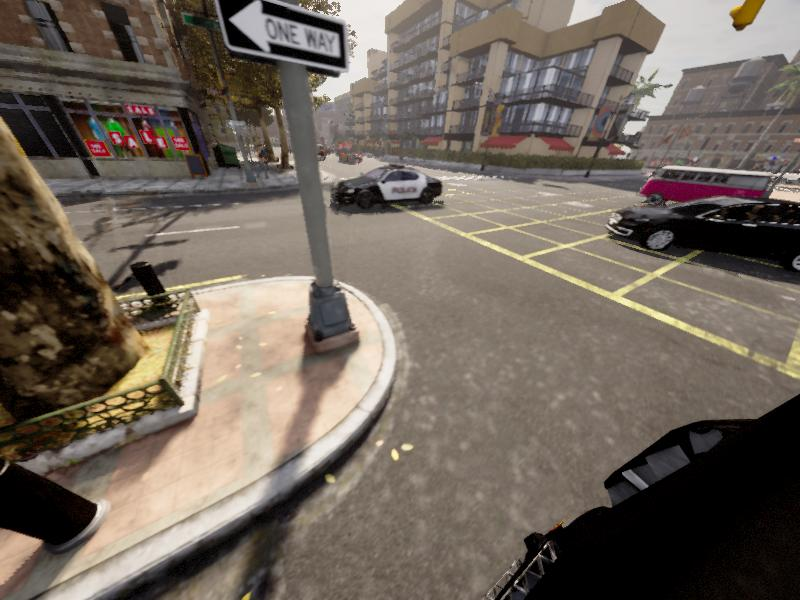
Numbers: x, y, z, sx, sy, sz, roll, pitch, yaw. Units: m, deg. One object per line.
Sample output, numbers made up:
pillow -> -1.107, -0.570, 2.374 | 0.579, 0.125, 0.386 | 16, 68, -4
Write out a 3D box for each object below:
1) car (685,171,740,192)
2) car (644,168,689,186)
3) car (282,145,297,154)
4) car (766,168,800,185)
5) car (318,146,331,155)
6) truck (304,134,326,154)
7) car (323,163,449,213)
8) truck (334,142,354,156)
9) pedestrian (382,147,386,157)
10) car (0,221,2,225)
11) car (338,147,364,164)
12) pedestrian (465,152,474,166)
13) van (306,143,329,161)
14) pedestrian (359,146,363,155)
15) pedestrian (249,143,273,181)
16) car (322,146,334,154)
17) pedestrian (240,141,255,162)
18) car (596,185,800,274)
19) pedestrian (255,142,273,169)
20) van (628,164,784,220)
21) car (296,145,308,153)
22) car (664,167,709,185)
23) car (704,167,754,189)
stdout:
car -> 31.083, -11.865, 22.965 | 4.974, 1.542, 2.038 | -16, 38, -26
car -> 29.486, -13.619, 25.539 | 3.806, 1.475, 1.970 | -16, 38, -26
car -> -25.896, -35.216, 53.932 | 2.152, 1.651, 5.027 | -16, 38, -26
car -> 62.101, -19.078, 35.845 | 2.150, 2.045, 5.566 | 9, 34, 9
car -> -17.607, -34.842, 53.816 | 1.789, 1.549, 3.705 | -16, 37, -26
truck -> -21.798, -39.940, 59.132 | 2.891, 3.827, 8.468 | -16, 38, -26
car -> -0.522, -5.133, 10.298 | 4.974, 1.542, 2.038 | -16, 38, -26
truck -> -12.723, -34.295, 52.529 | 2.627, 2.467, 5.204 | -16, 37, -26
pedestrian -> -3.800, -34.999, 54.552 | 0.751, 1.860, 0.751 | -11, 36, -20
car -> -12.020, -1.529, 3.866 | 4.856, 1.649, 2.033 | -23, 42, -34
car -> -7.067, -20.817, 33.245 | 2.097, 1.767, 4.553 | -16, 38, -26
pedestrian -> 10.661, -21.631, 35.493 | 0.751, 1.860, 0.751 | -16, 38, -26
van -> -12.660, -22.580, 35.240 | 2.069, 2.038, 4.480 | -16, 38, -26
pedestrian -> -9.967, -38.207, 58.912 | 0.751, 1.860, 0.751 | -13, 37, -23
pedestrian -> -8.133, -8.115, 13.592 | 0.751, 1.860, 0.751 | -12, 36, -21
car -> -19.447, -40.384, 62.201 | 1.970, 1.475, 3.806 | -16, 38, -26
pedestrian -> -16.131, -15.758, 24.510 | 0.751, 1.860, 0.751 | -20, 40, -31
car -> 8.995, -2.069, 6.457 | 4.892, 1.490, 1.837 | 16, 35, 19
pedestrian -> -11.195, -11.880, 19.039 | 0.751, 1.860, 0.751 | -16, 38, -26
van -> 15.979, -5.999, 12.500 | 1.775, 1.987, 4.442 | -16, 38, -26
car -> -24.547, -37.785, 57.771 | 1.837, 1.490, 4.892 | -16, 38, -26
car -> 35.271, -15.330, 28.430 | 5.238, 1.638, 1.930 | -16, 38, -26
car -> 36.495, -13.542, 25.610 | 4.605, 1.855, 1.932 | -16, 38, -26
